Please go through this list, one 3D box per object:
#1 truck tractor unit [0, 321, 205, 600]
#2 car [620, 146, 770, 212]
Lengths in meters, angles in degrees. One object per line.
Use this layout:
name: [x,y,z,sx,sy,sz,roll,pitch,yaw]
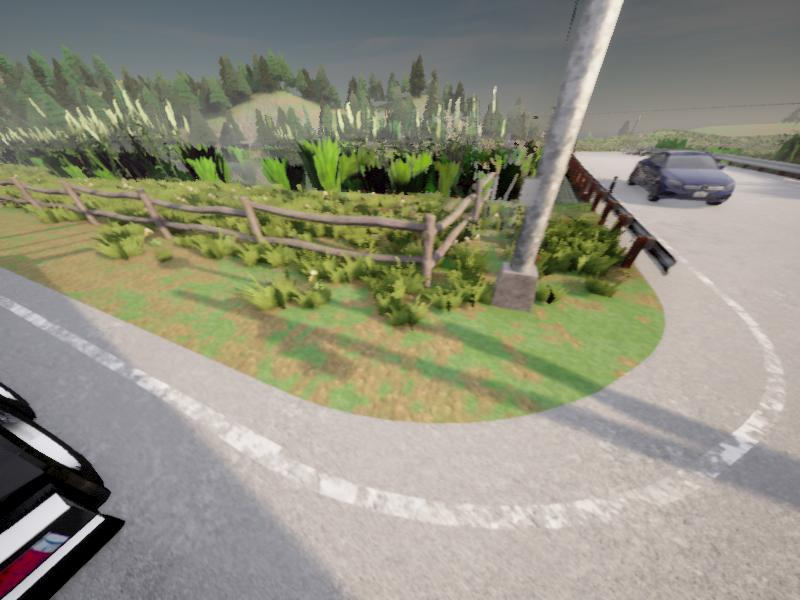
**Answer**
truck tractor unit: [-5.214,-0.182,0.631,6.516,4.208,3.053,14,37,19]
car: [10.666,-4.905,8.957,1.812,1.442,4.674,15,40,21]
